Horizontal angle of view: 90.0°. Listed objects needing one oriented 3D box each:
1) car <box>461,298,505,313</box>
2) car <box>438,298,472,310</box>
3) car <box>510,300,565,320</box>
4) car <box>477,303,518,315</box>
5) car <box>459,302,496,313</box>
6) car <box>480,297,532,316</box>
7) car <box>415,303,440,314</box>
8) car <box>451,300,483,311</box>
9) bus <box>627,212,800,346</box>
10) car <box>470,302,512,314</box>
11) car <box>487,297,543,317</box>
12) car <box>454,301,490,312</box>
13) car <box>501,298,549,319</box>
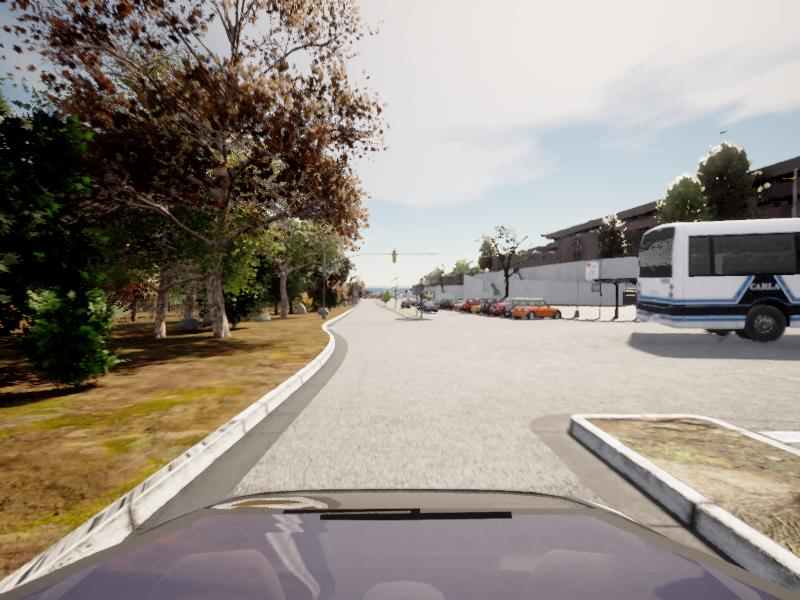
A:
[{"bbox_3d":[11.513,0.763,55.199,5.566,2.045,2.435,1,0,-25],"label":"car"},{"bbox_3d":[10.045,0.770,73.150,5.566,2.045,2.435,1,-1,-25],"label":"car"},{"bbox_3d":[12.807,0.913,37.180,4.553,1.767,2.185,1,0,-24],"label":"car"},{"bbox_3d":[11.959,1.061,49.198,4.674,1.452,2.002,1,0,-24],"label":"car"},{"bbox_3d":[11.266,1.040,58.193,4.792,1.488,2.163,1,0,-25],"label":"car"},{"bbox_3d":[12.225,0.774,46.213,5.566,2.045,2.435,1,0,-24],"label":"car"},{"bbox_3d":[3.796,1.097,55.870,2.033,1.411,5.357,0,0,-12],"label":"car"},{"bbox_3d":[10.786,0.883,64.168,4.553,1.767,2.185,1,0,-25],"label":"car"},{"bbox_3d":[14.537,-0.777,14.448,10.273,4.253,3.944,-1,3,10],"label":"bus"},{"bbox_3d":[11.895,1.016,52.271,5.366,1.575,1.946,1,0,-25],"label":"car"},{"bbox_3d":[12.402,0.778,43.181,5.566,2.045,2.435,1,0,-24],"label":"car"},{"bbox_3d":[11.005,1.010,61.165,4.892,1.521,2.231,1,0,-25],"label":"car"},{"bbox_3d":[12.537,0.807,40.146,4.442,1.987,1.878,1,0,-24],"label":"car"}]
